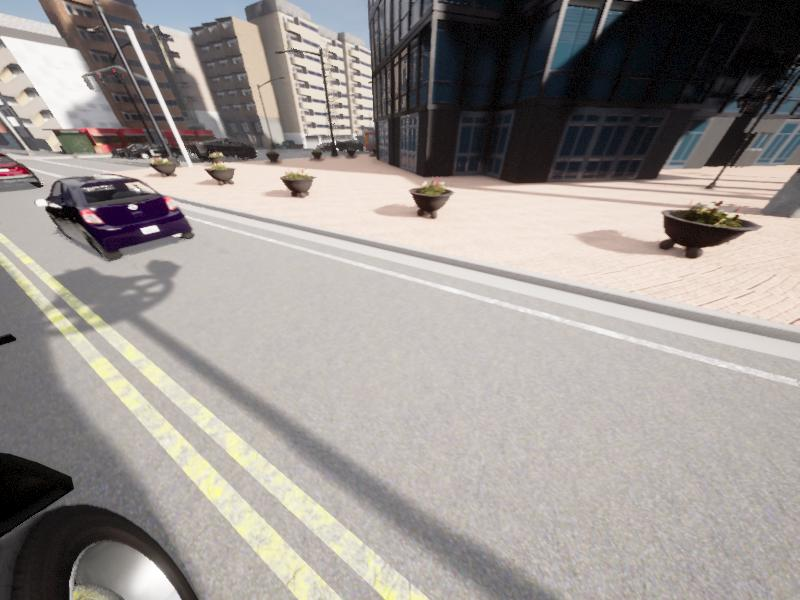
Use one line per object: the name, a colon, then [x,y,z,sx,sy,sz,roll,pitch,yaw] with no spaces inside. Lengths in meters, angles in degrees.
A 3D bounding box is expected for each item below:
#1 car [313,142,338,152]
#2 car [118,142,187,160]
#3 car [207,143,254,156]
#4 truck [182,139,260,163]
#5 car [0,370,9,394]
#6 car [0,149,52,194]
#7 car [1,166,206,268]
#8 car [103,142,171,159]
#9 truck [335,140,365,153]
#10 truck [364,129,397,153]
car: [-15.967,-33.045,49.832,2.033,1.649,4.856,18,38,23]
car: [-30.071,-18.333,28.354,1.930,1.638,5.238,18,38,23]
car: [-25.604,-22.968,35.144,1.801,1.575,5.366,17,38,23]
truck: [-19.775,-16.921,26.072,2.390,2.098,6.274,18,39,24]
car: [-6.913,0.151,2.317,4.974,1.542,2.038,18,39,23]
car: [-20.709,-6.584,11.666,4.856,1.649,2.033,16,38,21]
car: [-7.141,-2.249,5.697,3.633,1.501,1.845,18,39,23]
car: [-33.268,-19.172,29.513,1.930,1.638,5.238,17,38,22]
truck: [-9.903,-31.172,46.828,2.390,2.098,6.274,18,38,23]
truck: [-3.886,-33.954,49.438,2.891,3.827,8.468,18,38,23]
